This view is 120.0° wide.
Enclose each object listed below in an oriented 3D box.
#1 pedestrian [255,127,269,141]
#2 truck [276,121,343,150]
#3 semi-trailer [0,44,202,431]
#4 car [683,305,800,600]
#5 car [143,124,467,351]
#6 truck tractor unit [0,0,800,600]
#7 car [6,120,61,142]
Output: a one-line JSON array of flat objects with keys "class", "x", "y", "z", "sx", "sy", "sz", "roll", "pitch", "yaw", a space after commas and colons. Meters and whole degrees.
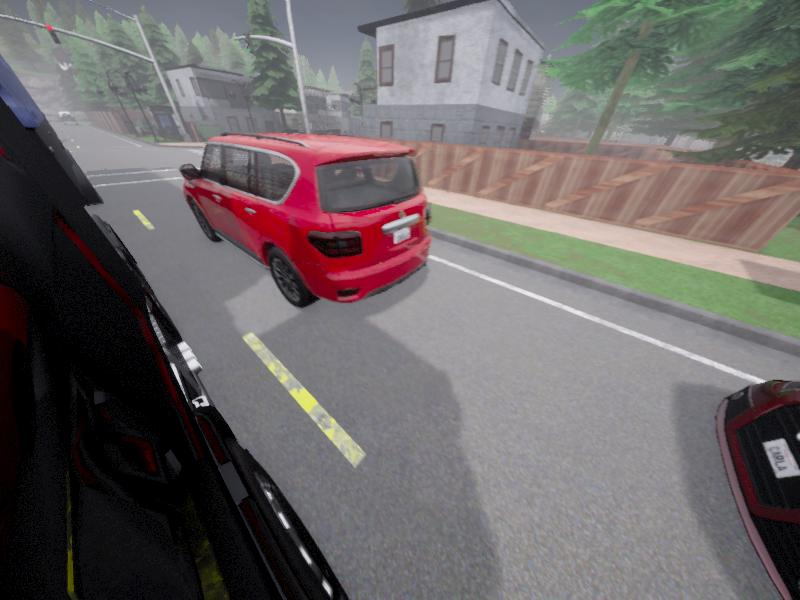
[{"class": "pedestrian", "x": -16.168, "y": -19.413, "z": 27.046, "sx": 0.751, "sy": 1.300, "sz": 0.751, "roll": 23, "pitch": 42, "yaw": 25}, {"class": "truck", "x": -9.183, "y": -17.336, "z": 24.342, "sx": 2.390, "sy": 2.098, "sz": 6.274, "roll": 22, "pitch": 41, "yaw": 23}, {"class": "semi-trailer", "x": -8.698, "y": -3.608, "z": 4.225, "sx": 14.254, "sy": 4.402, "sz": 2.717, "roll": 28, "pitch": 44, "yaw": 30}, {"class": "car", "x": 4.081, "y": 1.730, "z": 0.449, "sx": 4.181, "sy": 1.385, "sz": 1.994, "roll": 28, "pitch": 44, "yaw": 30}, {"class": "car", "x": -2.023, "y": -1.814, "z": 4.221, "sx": 5.566, "sy": 2.045, "sz": 2.150, "roll": 28, "pitch": 44, "yaw": 30}, {"class": "truck tractor unit", "x": -2.645, "y": -0.295, "z": 0.351, "sx": 6.516, "sy": 4.208, "sz": 3.053, "roll": 28, "pitch": 44, "yaw": 30}, {"class": "car", "x": -31.791, "y": -14.727, "z": 20.123, "sx": 4.181, "sy": 1.385, "sz": 1.994, "roll": 28, "pitch": 44, "yaw": 30}]
